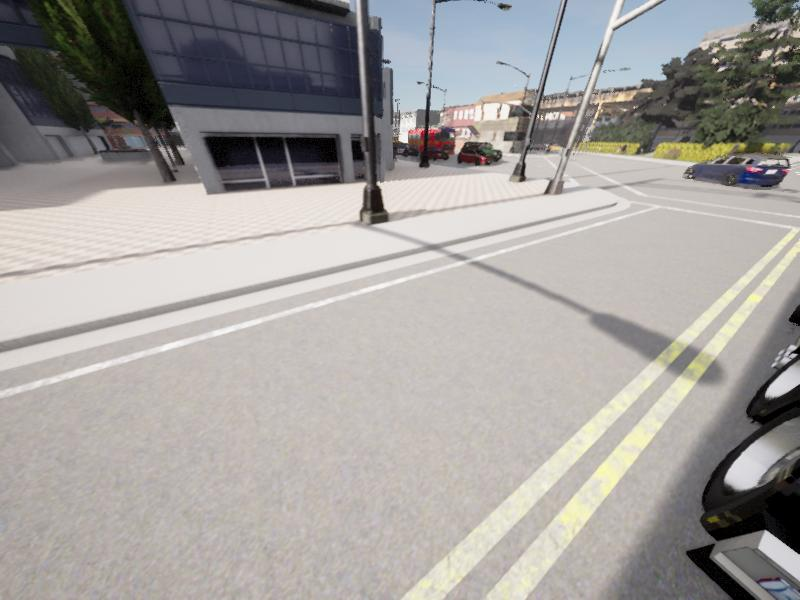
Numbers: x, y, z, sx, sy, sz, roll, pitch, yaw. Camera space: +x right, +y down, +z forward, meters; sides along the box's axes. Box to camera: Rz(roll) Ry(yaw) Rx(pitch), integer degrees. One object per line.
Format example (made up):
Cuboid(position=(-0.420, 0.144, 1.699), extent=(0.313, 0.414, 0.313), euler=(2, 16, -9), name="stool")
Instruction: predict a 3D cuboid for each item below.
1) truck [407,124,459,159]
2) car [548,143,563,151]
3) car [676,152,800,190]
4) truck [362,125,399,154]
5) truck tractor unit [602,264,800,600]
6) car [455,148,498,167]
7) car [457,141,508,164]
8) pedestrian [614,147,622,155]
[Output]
Cuboid(position=(4.623, -23.938, 34.818), extent=(2.891, 3.827, 8.468), euler=(-18, 40, -25), name="truck")
Cuboid(position=(41.696, -41.052, 62.009), extent=(1.801, 1.575, 5.366), euler=(9, 36, 12), name="car")
Cuboid(position=(21.444, -8.440, 14.877), extent=(2.242, 1.667, 4.611), euler=(7, 35, 8), name="car")
Cuboid(position=(-3.516, -28.001, 40.202), extent=(2.891, 3.827, 8.468), euler=(-18, 40, -25), name="truck")
Cuboid(position=(5.110, -0.301, 0.785), extent=(6.516, 4.208, 3.053), euler=(-18, 39, -24), name="truck tractor unit")
Cuboid(position=(8.114, -15.436, 24.899), extent=(1.816, 1.474, 4.193), euler=(-18, 39, -25), name="car")
Cuboid(position=(9.834, -17.995, 28.069), extent=(2.150, 2.045, 5.566), euler=(-18, 39, -25), name="car")
Cuboid(position=(39.854, -27.196, 42.191), extent=(0.500, 1.100, 0.500), euler=(11, 36, 15), name="pedestrian")
